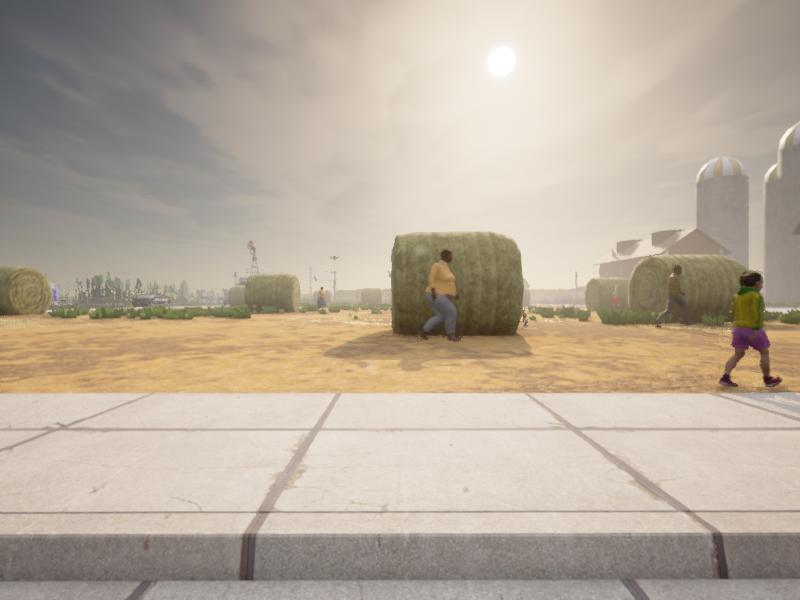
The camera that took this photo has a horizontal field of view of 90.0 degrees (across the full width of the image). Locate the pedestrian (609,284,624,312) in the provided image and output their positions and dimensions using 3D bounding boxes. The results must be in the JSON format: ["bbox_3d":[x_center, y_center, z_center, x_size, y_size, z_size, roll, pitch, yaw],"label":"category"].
[{"bbox_3d":[14.325,-0.135,26.501,0.751,1.860,0.751,0,0,38],"label":"pedestrian"}]

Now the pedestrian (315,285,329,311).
[{"bbox_3d":[-5.879,-0.150,30.078,0.751,1.860,0.751,0,0,40],"label":"pedestrian"}]

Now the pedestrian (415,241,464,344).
[{"bbox_3d":[0.773,-0.132,7.667,0.751,1.860,0.751,0,0,21],"label":"pedestrian"}]

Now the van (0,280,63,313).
[{"bbox_3d":[-31.026,-0.274,32.137,2.351,2.431,6.366,0,0,2],"label":"van"}]

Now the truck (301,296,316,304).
[{"bbox_3d":[-24.310,-0.073,106.391,2.390,2.098,6.274,0,0,0],"label":"truck"}]

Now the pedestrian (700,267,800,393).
[{"bbox_3d":[3.261,0.263,3.764,0.500,1.100,0.500,0,0,-4],"label":"pedestrian"}]

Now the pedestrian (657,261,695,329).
[{"bbox_3d":[7.890,-0.138,11.474,0.751,1.860,0.751,0,0,23],"label":"pedestrian"}]

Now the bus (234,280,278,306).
[{"bbox_3d":[-25.893,-1.187,72.545,3.944,4.253,10.273,0,0,2],"label":"bus"}]

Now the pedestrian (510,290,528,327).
[{"bbox_3d":[3.632,0.239,12.193,0.500,1.100,0.500,0,0,19],"label":"pedestrian"}]

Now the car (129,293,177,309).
[{"bbox_3d":[-27.008,0.121,44.002,1.930,1.638,5.238,0,0,2],"label":"car"}]
